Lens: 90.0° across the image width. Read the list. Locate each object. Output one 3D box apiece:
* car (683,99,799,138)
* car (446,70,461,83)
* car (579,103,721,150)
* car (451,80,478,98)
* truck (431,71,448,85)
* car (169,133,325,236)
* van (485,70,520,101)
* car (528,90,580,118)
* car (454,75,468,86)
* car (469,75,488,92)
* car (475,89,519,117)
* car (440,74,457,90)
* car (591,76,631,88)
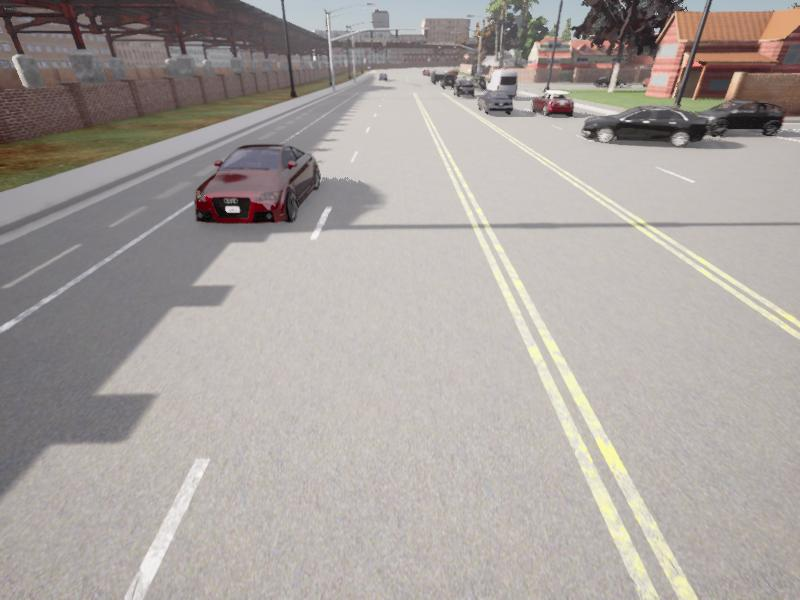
[{"bbox_3d":[16.654,-8.986,19.742,3.705,1.549,1.789,1,30,1],"label":"car"},{"bbox_3d":[10.537,-44.536,79.635,2.150,2.045,5.566,0,31,0],"label":"car"},{"bbox_3d":[10.711,-7.732,17.662,4.892,1.490,1.837,10,32,16],"label":"car"},{"bbox_3d":[7.023,-23.221,44.011,2.128,1.511,4.902,0,30,0],"label":"car"},{"bbox_3d":[7.034,-39.612,71.286,2.390,2.098,6.274,0,31,0],"label":"truck"},{"bbox_3d":[-3.305,-2.991,9.704,1.994,1.385,4.181,1,30,2],"label":"car"},{"bbox_3d":[10.511,-22.274,41.389,1.988,2.561,5.915,0,30,0],"label":"van"},{"bbox_3d":[10.613,-13.745,27.916,1.970,1.475,3.806,-1,30,-2],"label":"car"},{"bbox_3d":[10.534,-38.092,69.319,1.970,1.475,3.806,0,31,0],"label":"car"},{"bbox_3d":[10.627,-29.569,54.462,1.932,1.855,4.605,1,31,2],"label":"car"},{"bbox_3d":[6.914,-14.448,29.190,2.033,1.411,5.357,1,31,1],"label":"car"},{"bbox_3d":[7.029,-31.681,58.038,1.905,1.878,3.866,0,30,0],"label":"car"},{"bbox_3d":[32.772,-33.915,62.253,4.892,1.490,1.837,-1,30,-1],"label":"car"}]
